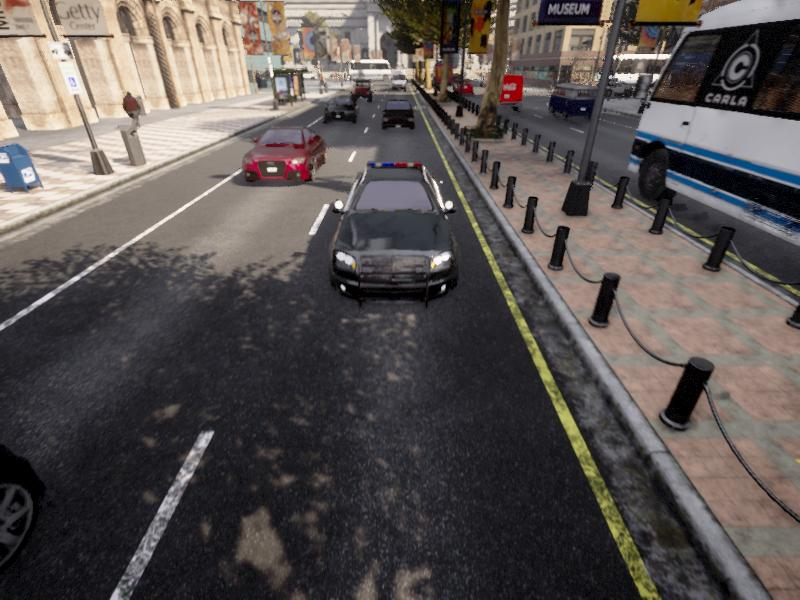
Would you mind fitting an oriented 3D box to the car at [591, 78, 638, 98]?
[{"bbox_3d":[23.579,-23.356,44.073,3.866,1.878,1.905,-3,30,-5],"label":"car"}]

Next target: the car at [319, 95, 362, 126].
[{"bbox_3d":[-3.592,-11.811,24.838,1.994,1.385,4.181,0,30,0],"label":"car"}]

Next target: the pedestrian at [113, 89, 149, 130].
[{"bbox_3d":[-13.667,-9.695,20.379,0.751,1.860,0.751,-2,30,-3],"label":"pedestrian"}]

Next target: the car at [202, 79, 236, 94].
[{"bbox_3d":[-22.911,-27.242,50.913,2.161,1.482,4.786,0,30,0],"label":"car"}]

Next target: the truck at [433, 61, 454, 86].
[{"bbox_3d":[7.912,-41.962,73.962,2.891,3.827,8.468,0,30,0],"label":"truck"}]

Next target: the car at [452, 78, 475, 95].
[{"bbox_3d":[7.904,-26.835,50.232,2.242,1.667,4.611,0,30,0],"label":"car"}]

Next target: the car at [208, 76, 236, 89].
[{"bbox_3d":[-27.043,-33.127,60.894,2.128,1.511,4.902,0,30,0],"label":"car"}]

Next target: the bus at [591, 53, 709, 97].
[{"bbox_3d":[28.769,-26.205,46.612,10.273,4.253,3.944,0,30,-1],"label":"bus"}]

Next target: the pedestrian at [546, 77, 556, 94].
[{"bbox_3d":[18.540,-26.338,49.152,0.751,1.860,0.751,13,33,21],"label":"pedestrian"}]

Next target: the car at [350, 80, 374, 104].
[{"bbox_3d":[-3.592,-19.930,38.203,1.905,1.878,3.866,0,30,0],"label":"car"}]

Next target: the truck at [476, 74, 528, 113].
[{"bbox_3d":[7.906,-16.451,31.686,2.627,2.467,5.204,0,30,0],"label":"truck"}]

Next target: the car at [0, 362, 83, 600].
[{"bbox_3d":[-3.595,1.902,1.284,1.970,1.475,3.806,0,30,0],"label":"car"}]

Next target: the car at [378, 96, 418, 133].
[{"bbox_3d":[-0.095,-10.728,22.963,2.033,1.411,5.357,0,30,0],"label":"car"}]

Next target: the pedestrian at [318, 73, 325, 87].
[{"bbox_3d":[-12.245,-34.227,62.323,0.751,1.860,0.751,3,30,6],"label":"pedestrian"}]

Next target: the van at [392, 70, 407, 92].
[{"bbox_3d":[-0.126,-30.505,55.643,1.988,2.561,5.915,0,30,0],"label":"van"}]

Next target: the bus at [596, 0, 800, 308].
[{"bbox_3d":[7.786,-2.681,6.380,3.944,4.253,10.273,0,30,0],"label":"bus"}]

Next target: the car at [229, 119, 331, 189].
[{"bbox_3d":[-3.593,-4.815,12.876,1.994,1.385,4.181,0,30,0],"label":"car"}]

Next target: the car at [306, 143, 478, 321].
[{"bbox_3d":[-0.094,-1.624,7.267,2.038,1.542,4.974,0,30,0],"label":"car"}]

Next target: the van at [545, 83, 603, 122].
[{"bbox_3d":[11.406,-13.222,26.650,1.775,1.987,4.442,0,31,0],"label":"van"}]
